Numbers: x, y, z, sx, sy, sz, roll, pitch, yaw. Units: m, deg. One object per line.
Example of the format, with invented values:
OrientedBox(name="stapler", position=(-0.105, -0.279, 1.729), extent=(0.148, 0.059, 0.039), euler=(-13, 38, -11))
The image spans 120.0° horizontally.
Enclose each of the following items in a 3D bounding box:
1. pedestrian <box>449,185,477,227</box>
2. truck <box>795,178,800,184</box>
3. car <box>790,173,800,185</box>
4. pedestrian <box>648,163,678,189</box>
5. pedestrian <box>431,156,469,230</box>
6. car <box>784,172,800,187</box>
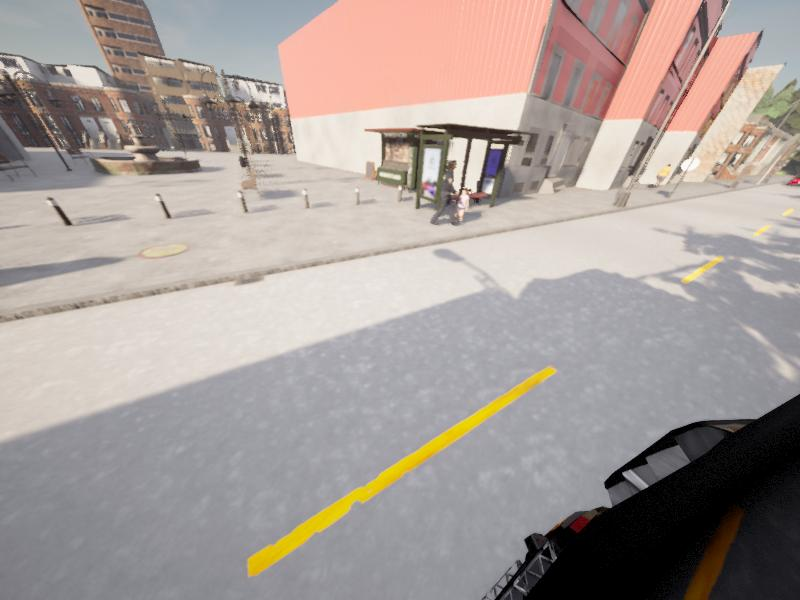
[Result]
OrientedBox(name="pedestrian", position=(2.000, -3.001, 7.366), extent=(0.500, 1.100, 0.500), euler=(28, 41, 33))
OrientedBox(name="truck", position=(70.919, -21.079, 39.255), extent=(5.204, 2.467, 2.627), euler=(-16, 38, -26))
OrientedBox(name="car", position=(60.812, -18.205, 34.144), extent=(5.566, 2.045, 2.150), euler=(-16, 38, -26))
OrientedBox(name="pedestrian", position=(21.495, -10.141, 18.907), extent=(0.751, 1.860, 0.751), euler=(-15, 38, -25))
OrientedBox(name="pedestrian", position=(1.424, -3.155, 6.865), extent=(0.751, 1.860, 0.751), euler=(4, 34, 2))
OrientedBox(name="car", position=(53.724, -15.954, 30.684), extent=(4.514, 1.525, 2.007), euler=(-16, 38, -26))
